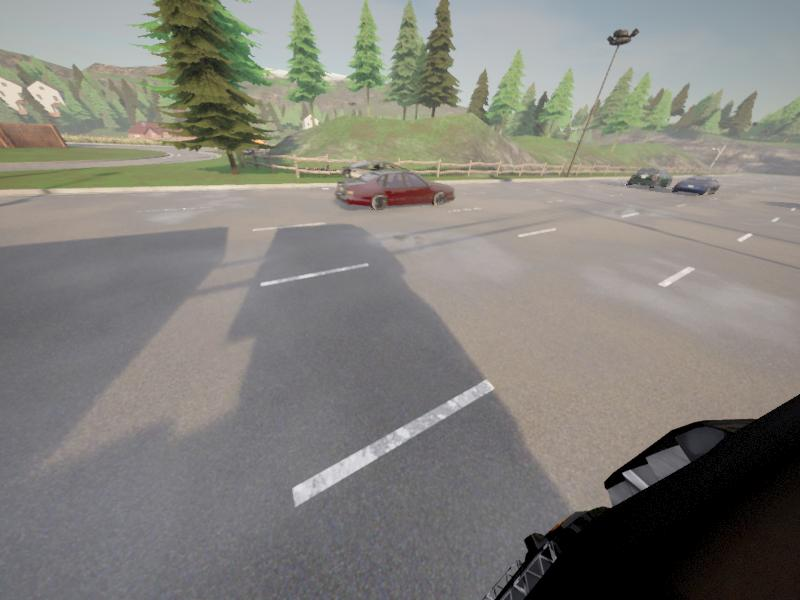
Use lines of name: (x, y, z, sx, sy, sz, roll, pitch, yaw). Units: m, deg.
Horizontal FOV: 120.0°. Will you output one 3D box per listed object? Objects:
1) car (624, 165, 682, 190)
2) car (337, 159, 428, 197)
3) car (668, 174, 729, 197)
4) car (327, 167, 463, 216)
car: (24.375, -11.860, 22.300, 4.553, 1.767, 2.097, -16, 38, -26)
car: (-0.932, -6.913, 12.987, 4.514, 1.525, 2.007, -16, 38, -26)
car: (25.093, -9.660, 19.417, 4.181, 1.385, 1.994, -16, 38, -26)
car: (-0.107, -4.863, 10.073, 5.357, 1.411, 2.033, -16, 38, -26)
